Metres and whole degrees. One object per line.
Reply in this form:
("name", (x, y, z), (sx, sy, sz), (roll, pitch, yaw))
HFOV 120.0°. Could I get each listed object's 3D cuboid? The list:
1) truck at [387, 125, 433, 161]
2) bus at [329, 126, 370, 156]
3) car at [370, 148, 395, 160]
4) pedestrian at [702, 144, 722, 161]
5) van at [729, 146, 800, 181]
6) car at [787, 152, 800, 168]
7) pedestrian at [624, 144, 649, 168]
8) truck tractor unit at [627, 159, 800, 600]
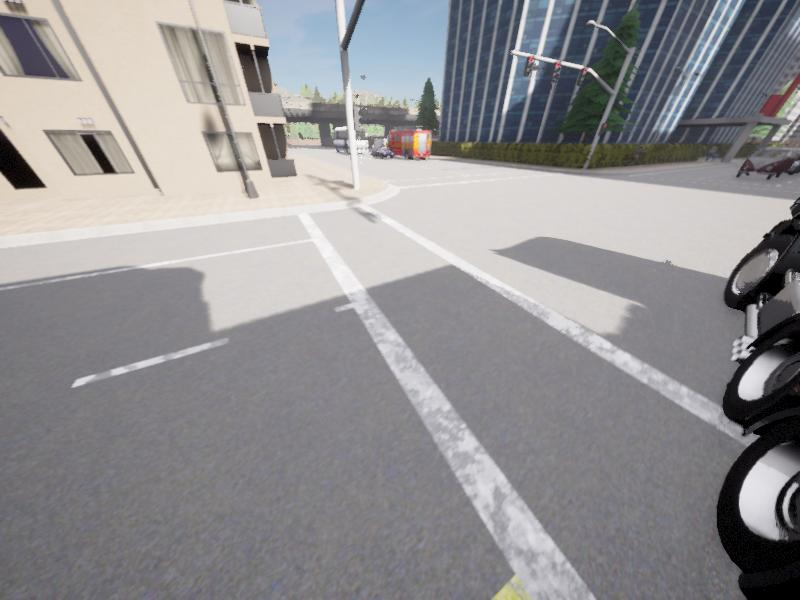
("truck", (1.161, -23.007, 33.911), (2.891, 3.827, 8.468), (-16, 38, -22))
("bus", (-9.865, -30.672, 44.508), (3.944, 4.253, 10.273), (-18, 39, -26))
("car", (-2.648, -21.827, 34.411), (1.895, 1.301, 4.718), (-16, 38, -22))
("pedestrian", (39.670, -18.773, 29.423), (0.751, 1.860, 0.751), (-27, 43, -33))
("van", (27.418, -10.218, 17.195), (4.442, 1.987, 1.775), (-16, 38, -23))
("car", (44.886, -15.157, 24.947), (5.357, 1.411, 2.033), (-17, 38, -23))
("pedestrian", (22.144, -13.470, 21.665), (0.751, 1.860, 0.751), (-16, 38, -22))
("truck tractor unit", (4.919, -0.458, 1.010), (6.516, 4.208, 3.053), (-26, 42, -32))
